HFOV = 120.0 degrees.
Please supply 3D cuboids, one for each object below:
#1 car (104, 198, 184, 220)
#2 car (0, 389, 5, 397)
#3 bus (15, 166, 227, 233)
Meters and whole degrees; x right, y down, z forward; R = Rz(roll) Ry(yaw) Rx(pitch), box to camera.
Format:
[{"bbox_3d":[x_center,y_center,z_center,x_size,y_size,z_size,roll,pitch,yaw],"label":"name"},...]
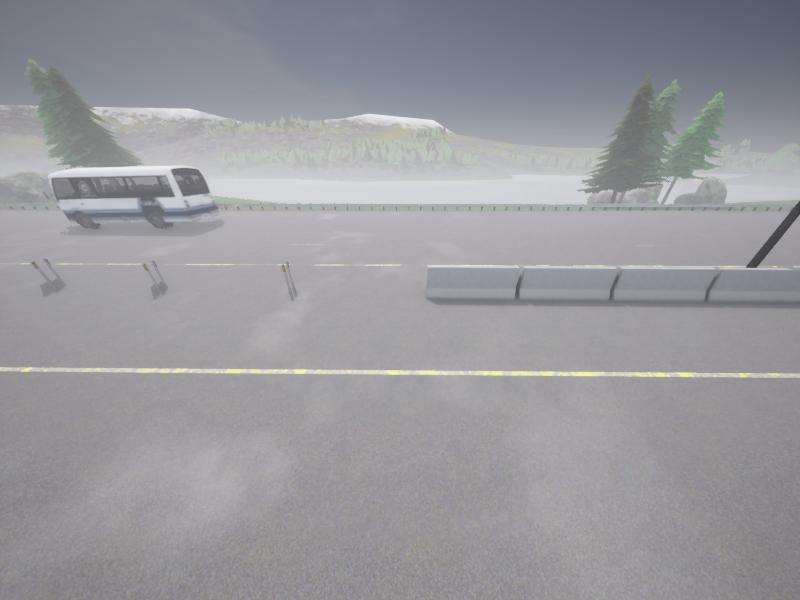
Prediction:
[{"bbox_3d":[-24.163,-8.715,22.033,4.611,1.667,2.242,1,30,1],"label":"car"},{"bbox_3d":[-11.203,1.864,3.754,5.027,1.651,2.152,0,30,0],"label":"car"},{"bbox_3d":[-20.843,-8.035,18.253,10.273,4.253,3.944,-1,30,1],"label":"bus"}]
